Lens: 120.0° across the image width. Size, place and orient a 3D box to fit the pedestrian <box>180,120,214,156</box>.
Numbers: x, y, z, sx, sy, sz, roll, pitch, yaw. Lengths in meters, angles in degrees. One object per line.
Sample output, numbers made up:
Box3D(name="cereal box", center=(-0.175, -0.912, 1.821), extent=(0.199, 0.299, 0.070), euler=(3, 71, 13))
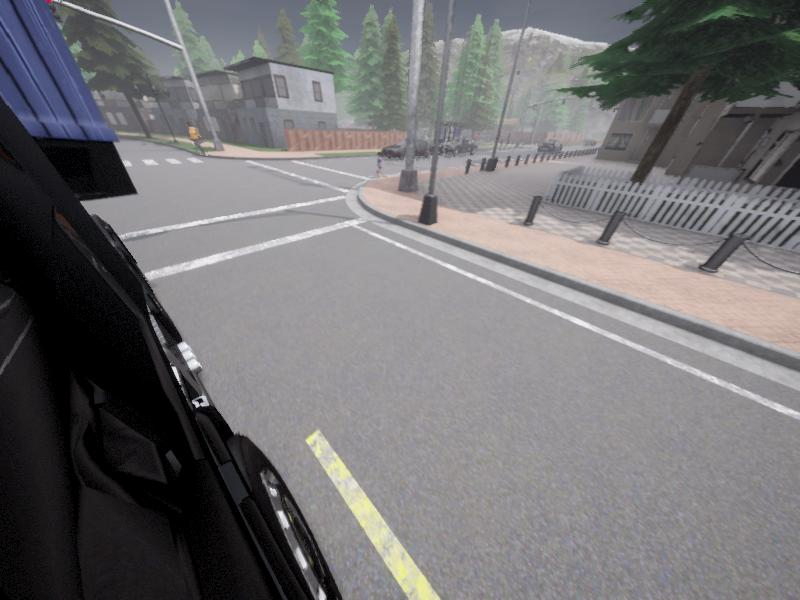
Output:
Box3D(name="pedestrian", center=(-13.396, -10.702, 15.296), extent=(0.751, 1.860, 0.751), euler=(13, 38, 14))

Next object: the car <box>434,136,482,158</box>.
Box3D(name="car", center=(6.071, -15.935, 23.944), extent=(5.027, 1.651, 2.152), euler=(-29, 47, -35))

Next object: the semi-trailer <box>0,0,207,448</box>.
Box3D(name="semi-trailer", center=(-10.056, -1.707, 1.355), extent=(14.254, 4.402, 2.717), euler=(5, 32, 0))

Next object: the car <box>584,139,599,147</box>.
Box3D(name="car", center=(47.510, -39.012, 57.348), extent=(3.705, 1.549, 1.789), euler=(-29, 47, -35))

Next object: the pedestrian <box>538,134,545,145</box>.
Box3D(name="pedestrian", center=(32.096, -36.394, 52.361), extent=(0.751, 1.860, 0.751), euler=(20, 40, 22))

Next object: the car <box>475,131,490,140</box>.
Box3D(name="car", center=(23.059, -45.748, 64.375), extent=(1.905, 1.878, 3.866), euler=(32, 45, 33))

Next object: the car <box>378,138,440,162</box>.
Box3D(name="car", center=(0.874, -12.949, 19.829), extent=(5.357, 1.411, 2.033), euler=(-29, 47, -35))

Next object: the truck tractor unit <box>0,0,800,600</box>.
Box3D(name="truck tractor unit", center=(-2.645, -0.295, 0.351), extent=(6.516, 4.208, 3.053), euler=(28, 44, 30))

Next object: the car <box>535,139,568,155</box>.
Box3D(name="car", center=(21.130, -21.359, 32.183), extent=(4.974, 1.542, 2.038), euler=(-29, 47, -35))

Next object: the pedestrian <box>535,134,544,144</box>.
Box3D(name="pedestrian", center=(31.927, -36.780, 52.869), extent=(0.751, 1.860, 0.751), euler=(1, 37, -1))

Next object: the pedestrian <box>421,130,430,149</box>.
Box3D(name="pedestrian", center=(3.133, -19.754, 28.380), extent=(0.751, 1.860, 0.751), euler=(18, 40, 20))

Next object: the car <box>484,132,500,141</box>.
Box3D(name="car", center=(25.129, -44.804, 63.235), extent=(1.932, 1.855, 4.605), euler=(32, 45, 33))

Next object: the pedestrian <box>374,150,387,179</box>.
Box3D(name="pedestrian", center=(-0.904, -6.367, 10.870), extent=(0.500, 1.100, 0.500), euler=(-9, 38, -15))
